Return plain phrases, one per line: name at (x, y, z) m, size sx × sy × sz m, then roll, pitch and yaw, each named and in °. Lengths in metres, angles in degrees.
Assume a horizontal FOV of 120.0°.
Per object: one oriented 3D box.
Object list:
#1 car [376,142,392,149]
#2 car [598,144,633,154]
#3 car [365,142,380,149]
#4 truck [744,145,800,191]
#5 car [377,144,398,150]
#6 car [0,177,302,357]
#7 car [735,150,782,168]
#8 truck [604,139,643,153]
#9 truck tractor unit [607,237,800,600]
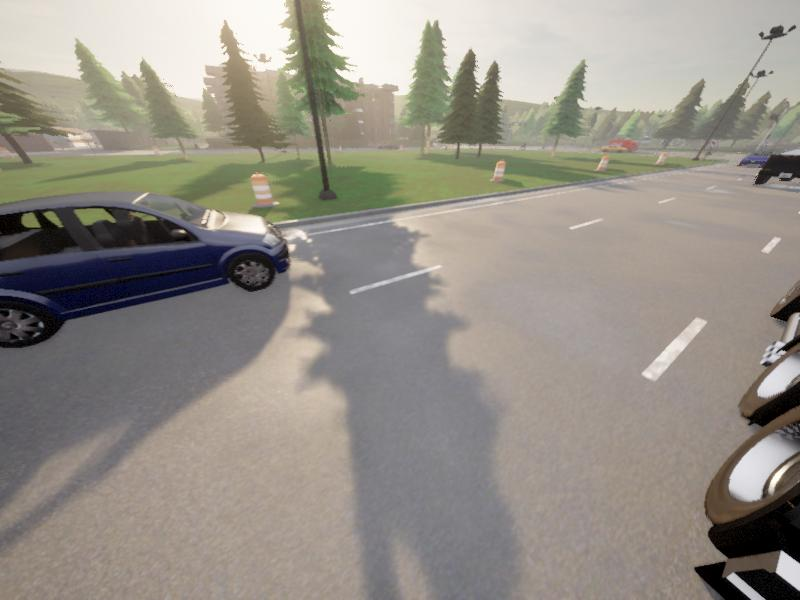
car at (-4.034, -39.565, 59.241) m, size 3.633 × 1.501 × 1.845 m, roll -19°, pitch 39°, yaw -25°
car at (48.046, -33.870, 51.688) m, size 1.801 × 1.575 × 5.366 m, roll -18°, pitch 39°, yaw -25°
car at (-7.616, -43.027, 64.159) m, size 3.633 × 1.501 × 1.845 m, roll -19°, pitch 39°, yaw -25°
truck at (25.147, -8.139, 14.095) m, size 6.274 × 2.098 × 2.390 m, roll -13°, pitch 37°, yaw -18°
car at (-3.066, -37.446, 56.455) m, size 4.718 × 1.301 × 1.895 m, roll -19°, pitch 39°, yaw -25°
car at (-4.084, -0.881, 3.804) m, size 3.988 × 1.617 × 1.851 m, roll -19°, pitch 39°, yaw -25°
car at (39.228, -15.460, 25.282) m, size 4.193 × 1.474 × 1.816 m, roll -19°, pitch 39°, yaw -25°
truck at (51.061, -35.257, 52.895) m, size 2.627 × 2.467 × 5.204 m, roll -18°, pitch 39°, yaw -25°
truck tractor unit at (5.064, -0.345, 0.842) m, size 6.516 × 4.208 × 3.053 m, roll -20°, pitch 40°, yaw -26°
